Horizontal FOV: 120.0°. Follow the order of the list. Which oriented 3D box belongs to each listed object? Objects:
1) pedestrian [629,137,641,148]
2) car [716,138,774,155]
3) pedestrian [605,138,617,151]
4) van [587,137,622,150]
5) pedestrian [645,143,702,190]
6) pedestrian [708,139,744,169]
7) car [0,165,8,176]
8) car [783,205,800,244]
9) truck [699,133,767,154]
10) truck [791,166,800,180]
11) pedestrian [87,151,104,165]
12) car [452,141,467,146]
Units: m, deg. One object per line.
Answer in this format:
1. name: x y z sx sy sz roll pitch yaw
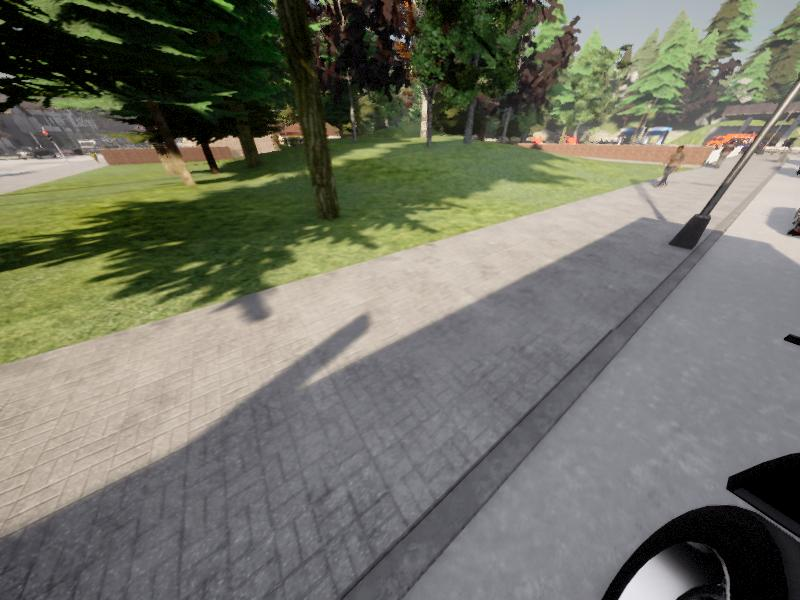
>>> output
1. pedestrian: 49.077 -32.784 48.199 0.751 1.860 0.751 -13 37 -18
2. car: 48.983 -21.886 32.908 1.905 1.878 3.866 -16 38 -21
3. pedestrian: 36.936 -27.274 40.452 0.751 1.860 0.751 -22 40 -27
4. van: 42.038 -32.309 47.621 2.069 2.038 4.480 -22 41 -27
5. pedestrian: 12.762 -6.264 10.852 0.751 1.860 0.751 -10 36 -14
6. pedestrian: 25.136 -11.277 17.860 0.751 1.860 0.751 -30 45 -35
7. car: -30.583 -9.205 15.891 2.007 1.525 4.514 -23 41 -29
8. car: 12.259 -2.316 5.906 4.181 1.385 1.994 -22 41 -28
9. truck: 51.520 -24.397 35.944 2.627 2.467 5.204 -19 39 -25
10. truck: 26.998 -8.675 13.873 5.204 2.467 2.627 -21 40 -28
11. pedestrian: -30.581 -14.252 23.200 0.500 1.100 0.500 -21 40 -27
12. car: 19.307 -50.733 74.829 1.812 1.442 4.674 -22 41 -28
